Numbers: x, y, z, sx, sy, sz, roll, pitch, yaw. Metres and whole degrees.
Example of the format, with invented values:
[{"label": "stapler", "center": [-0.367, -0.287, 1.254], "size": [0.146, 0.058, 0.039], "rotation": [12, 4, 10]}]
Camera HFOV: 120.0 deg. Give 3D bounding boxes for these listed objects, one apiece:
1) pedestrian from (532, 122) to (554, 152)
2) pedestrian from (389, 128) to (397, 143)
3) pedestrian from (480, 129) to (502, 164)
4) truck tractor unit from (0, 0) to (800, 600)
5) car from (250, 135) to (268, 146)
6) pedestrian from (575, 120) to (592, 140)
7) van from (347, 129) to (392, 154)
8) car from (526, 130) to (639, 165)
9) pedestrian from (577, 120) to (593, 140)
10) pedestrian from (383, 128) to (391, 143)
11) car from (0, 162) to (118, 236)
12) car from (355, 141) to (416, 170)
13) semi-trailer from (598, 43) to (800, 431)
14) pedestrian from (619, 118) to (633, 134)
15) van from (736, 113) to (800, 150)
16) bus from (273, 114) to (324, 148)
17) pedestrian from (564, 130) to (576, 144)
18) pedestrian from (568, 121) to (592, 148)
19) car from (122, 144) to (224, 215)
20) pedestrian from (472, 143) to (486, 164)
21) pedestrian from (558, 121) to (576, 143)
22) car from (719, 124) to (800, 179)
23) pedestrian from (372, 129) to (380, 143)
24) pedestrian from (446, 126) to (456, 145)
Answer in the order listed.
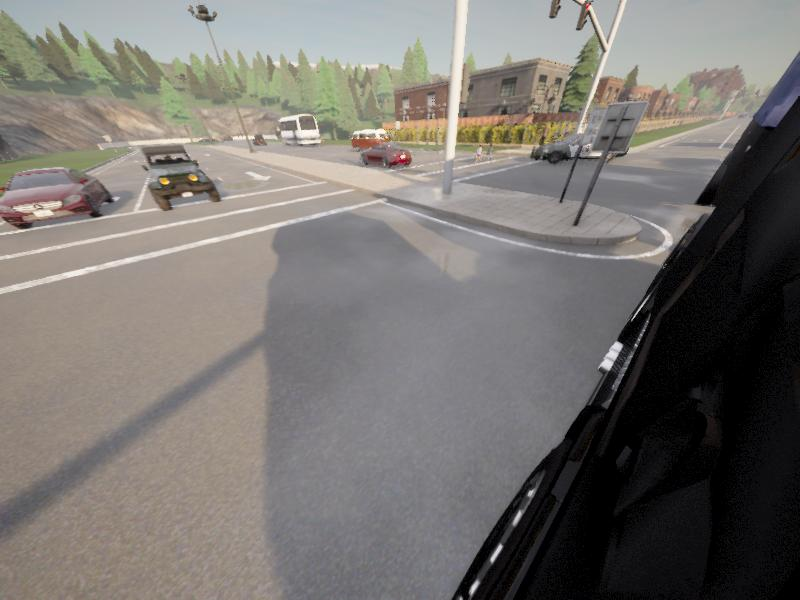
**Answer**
[{"label": "pedestrian", "center": [11.377, -12.949, 18.367], "size": [0.751, 1.860, 0.751], "rotation": [-28, 44, -30]}, {"label": "pedestrian", "center": [-1.088, -25.398, 35.740], "size": [0.751, 1.860, 0.751], "rotation": [-28, 44, -30]}, {"label": "pedestrian", "center": [6.087, -10.284, 15.476], "size": [0.751, 1.860, 0.751], "rotation": [-27, 43, -29]}, {"label": "truck tractor unit", "center": [2.645, -0.295, 0.351], "size": [6.516, 4.208, 3.053], "rotation": [-28, 44, -30]}, {"label": "car", "center": [-29.868, -33.722, 48.763], "size": [1.905, 1.878, 3.866], "rotation": [-28, 44, -30]}, {"label": "pedestrian", "center": [21.482, -19.859, 27.059], "size": [0.751, 1.860, 0.751], "rotation": [-28, 44, -30]}, {"label": "van", "center": [-3.343, -17.375, 25.312], "size": [4.480, 2.038, 2.069], "rotation": [25, 44, 31]}, {"label": "car", "center": [11.126, -9.603, 14.538], "size": [4.974, 1.542, 2.038], "rotation": [3, 37, 7]}, {"label": "pedestrian", "center": [22.182, -20.383, 27.718], "size": [0.751, 1.860, 0.751], "rotation": [26, 45, 32]}, {"label": "pedestrian", "center": [-2.064, -26.041, 36.654], "size": [0.751, 1.860, 0.751], "rotation": [-27, 43, -29]}, {"label": "car", "center": [-12.272, -3.875, 8.309], "size": [1.812, 1.442, 4.674], "rotation": [-27, 44, -29]}, {"label": "car", "center": [-1.070, -10.148, 16.100], "size": [1.994, 1.385, 4.181], "rotation": [-28, 44, -30]}, {"label": "semi-trailer", "center": [8.695, -3.593, 4.249], "size": [14.254, 4.402, 2.717], "rotation": [-28, 44, -30]}, {"label": "pedestrian", "center": [33.286, -25.595, 34.036], "size": [0.751, 1.860, 0.751], "rotation": [-27, 43, -29]}, {"label": "van", "center": [27.238, -12.523, 17.133], "size": [4.442, 1.987, 1.775], "rotation": [-28, 44, -30]}, {"label": "bus", "center": [-17.932, -29.494, 40.470], "size": [3.944, 4.253, 10.273], "rotation": [-28, 44, -30]}, {"label": "pedestrian", "center": [17.762, -17.056, 24.166], "size": [0.500, 1.100, 0.500], "rotation": [-24, 42, -26]}, {"label": "pedestrian", "center": [15.320, -14.104, 19.734], "size": [0.751, 1.860, 0.751], "rotation": [-20, 40, -22]}, {"label": "car", "center": [-8.893, -4.993, 9.230], "size": [1.905, 1.878, 3.866], "rotation": [-28, 44, -30]}, {"label": "pedestrian", "center": [5.243, -9.753, 15.395], "size": [0.500, 1.100, 0.500], "rotation": [-28, 44, -30]}, {"label": "pedestrian", "center": [17.641, -17.741, 24.453], "size": [0.751, 1.860, 0.751], "rotation": [-18, 39, -20]}, {"label": "car", "center": [16.980, -6.886, 10.503], "size": [5.027, 1.651, 2.152], "rotation": [-28, 44, -30]}, {"label": "pedestrian", "center": [-3.995, -27.377, 38.548], "size": [0.751, 1.860, 0.751], "rotation": [-27, 43, -29]}, {"label": "pedestrian", "center": [6.298, -20.363, 28.601], "size": [0.751, 1.860, 0.751], "rotation": [-28, 44, -30]}]
